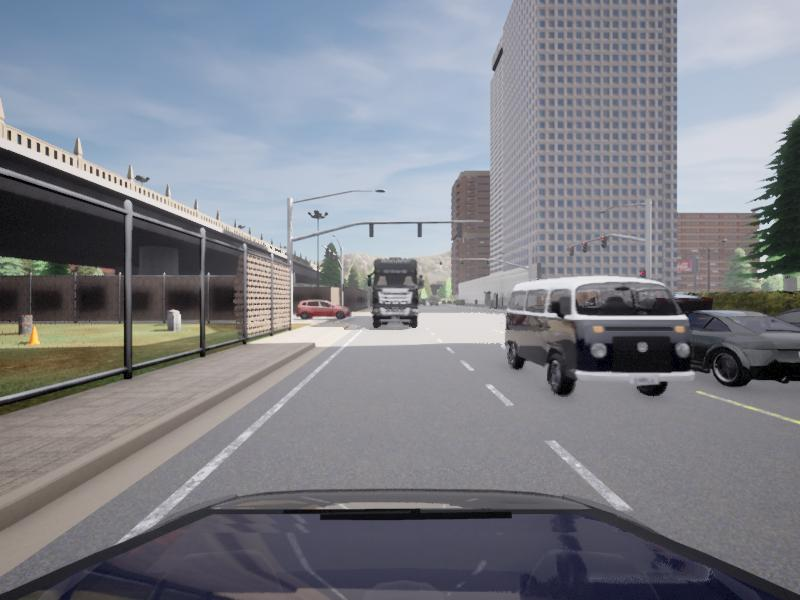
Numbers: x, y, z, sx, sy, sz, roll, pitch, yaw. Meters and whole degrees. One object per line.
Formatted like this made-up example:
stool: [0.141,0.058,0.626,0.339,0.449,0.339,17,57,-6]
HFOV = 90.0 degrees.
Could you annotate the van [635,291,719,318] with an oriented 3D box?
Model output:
van: [26.137,0.433,37.970,6.366,2.431,2.351,0,0,-1]

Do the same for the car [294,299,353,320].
car: [-6.445,0.802,34.020,4.611,1.667,2.242,0,0,-1]

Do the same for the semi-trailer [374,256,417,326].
semi-trailer: [-0.376,-0.593,32.277,2.717,4.402,14.254,0,0,-1]

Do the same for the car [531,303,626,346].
car: [6.807,0.854,15.809,1.816,1.474,4.193,0,0,-1]

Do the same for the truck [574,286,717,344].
truck: [10.287,0.543,17.646,2.390,2.098,6.274,0,0,-1]

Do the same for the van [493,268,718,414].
van: [3.401,0.571,7.845,2.069,2.038,4.480,0,0,-1]

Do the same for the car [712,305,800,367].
car: [10.376,0.870,9.786,1.812,1.442,4.674,0,0,-1]

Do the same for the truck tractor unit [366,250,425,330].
truck tractor unit: [-0.278,-0.512,24.372,3.053,4.208,6.516,0,-1,-1]

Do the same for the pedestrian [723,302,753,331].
pedestrian: [15.891,0.765,18.820,0.751,1.300,0.751,0,0,-1]

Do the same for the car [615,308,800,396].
car: [6.896,0.907,8.810,1.994,1.385,4.181,0,0,-2]
